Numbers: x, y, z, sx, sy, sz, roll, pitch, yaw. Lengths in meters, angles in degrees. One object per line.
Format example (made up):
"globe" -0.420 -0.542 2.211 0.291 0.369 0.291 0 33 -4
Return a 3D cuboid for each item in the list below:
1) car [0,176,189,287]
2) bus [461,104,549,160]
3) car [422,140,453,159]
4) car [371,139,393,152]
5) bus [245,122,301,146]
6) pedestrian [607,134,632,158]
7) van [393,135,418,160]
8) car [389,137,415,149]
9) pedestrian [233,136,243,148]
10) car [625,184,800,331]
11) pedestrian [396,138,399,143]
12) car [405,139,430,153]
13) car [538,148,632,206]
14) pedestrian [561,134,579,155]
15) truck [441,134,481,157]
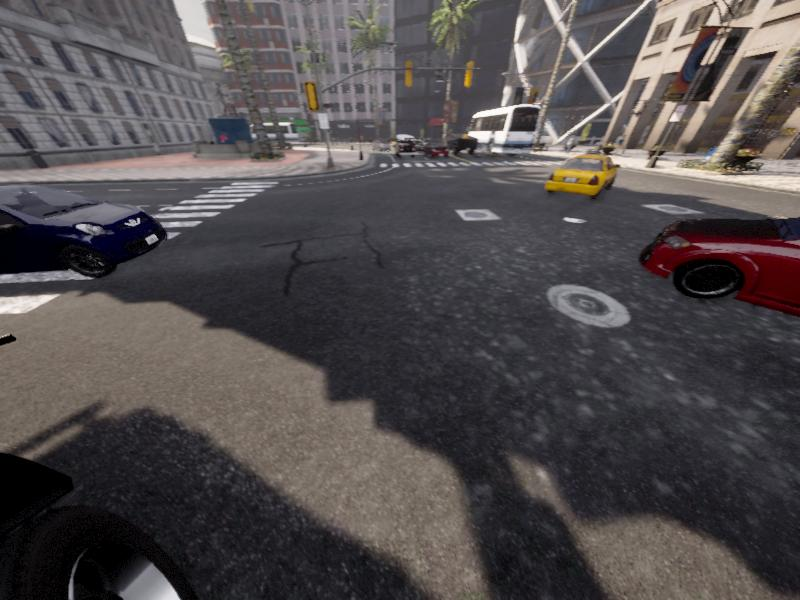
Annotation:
"car" -7.081 -1.413 4.545 3.633 1.501 1.845 -5 36 -6
"bus" 10.930 -18.909 26.204 3.944 4.253 10.273 -4 36 -6
"car" 4.044 -17.090 26.131 2.163 1.488 4.792 -5 36 -6
"car" -2.721 -23.461 34.964 1.845 1.501 3.633 -19 40 -24
"bus" -29.407 -38.719 54.014 10.273 4.253 3.944 3 36 5
"pedestrian" 20.865 -14.675 21.986 0.751 1.860 0.751 -4 36 -5
"van" 0.546 -16.968 25.514 2.069 2.038 4.480 -5 37 -6
"car" 0.270 -28.300 41.578 1.801 1.575 5.366 -23 42 -28
"pedestrian" -29.851 -29.180 42.582 0.751 1.860 0.751 18 40 23
"car" 6.363 -0.450 3.205 1.994 1.385 4.181 -28 44 -32
"pedestrian" -0.709 -39.944 57.789 0.500 1.100 0.500 -16 39 -21
"car" 2.363 -21.541 32.303 1.970 1.475 3.806 -12 38 -16
"car" 8.197 -5.589 10.105 1.801 1.575 5.366 29 45 35
"pedestrian" 18.050 -16.507 24.548 0.751 1.860 0.751 4 36 6
"truck" 7.213 -19.115 28.367 2.390 2.098 6.274 -5 36 -7
